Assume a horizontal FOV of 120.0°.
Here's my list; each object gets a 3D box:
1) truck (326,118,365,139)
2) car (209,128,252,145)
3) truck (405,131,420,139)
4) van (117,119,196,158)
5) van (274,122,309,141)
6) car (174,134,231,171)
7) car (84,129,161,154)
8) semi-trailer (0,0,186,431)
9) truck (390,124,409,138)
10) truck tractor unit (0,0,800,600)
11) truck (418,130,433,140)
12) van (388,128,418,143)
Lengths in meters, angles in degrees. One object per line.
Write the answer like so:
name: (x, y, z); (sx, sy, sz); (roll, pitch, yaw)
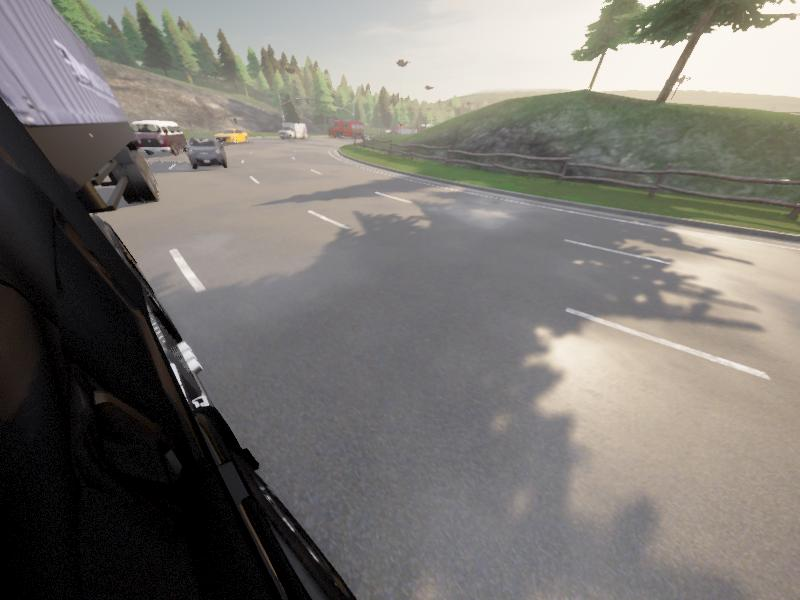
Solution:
truck: (-12.859, -40.757, 55.034); (8.468, 3.827, 2.891); (-27, 45, -34)
car: (-20.718, -20.272, 28.577); (1.882, 1.535, 5.008); (0, 36, -4)
truck: (4.288, -56.041, 78.430); (2.390, 2.098, 6.274); (20, 40, 22)
van: (-17.418, -11.867, 16.951); (2.069, 2.038, 4.480); (-11, 38, -17)
van: (-19.351, -30.431, 41.734); (2.351, 2.431, 6.366); (8, 37, 8)
car: (-11.144, -8.559, 13.300); (1.845, 1.501, 3.633); (-18, 41, -25)
car: (-21.391, -12.497, 18.100); (1.994, 1.385, 4.181); (-9, 38, -16)
semi-trailer: (-7.988, -3.990, 4.844); (2.717, 4.402, 14.254); (-26, 45, -32)
truck: (-0.080, -60.648, 82.946); (2.891, 3.827, 8.468); (21, 40, 23)
truck tractor unit: (-2.645, -0.295, 0.352); (6.516, 4.208, 3.053); (28, 44, 30)
truck: (8.719, -56.432, 78.956); (2.627, 2.467, 5.204); (21, 40, 23)
van: (0.618, -36.963, 51.962); (6.366, 2.431, 2.351); (9, 36, 8)
